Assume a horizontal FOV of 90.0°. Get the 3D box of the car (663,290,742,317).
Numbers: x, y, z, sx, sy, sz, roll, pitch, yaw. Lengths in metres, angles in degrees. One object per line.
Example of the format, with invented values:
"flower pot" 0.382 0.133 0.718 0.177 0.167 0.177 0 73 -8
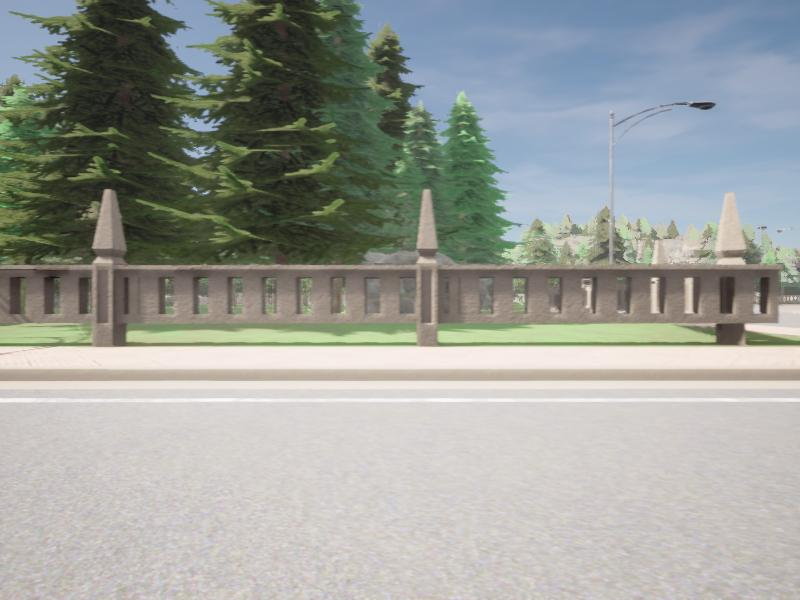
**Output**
"car" 17.918 0.207 24.013 1.812 1.442 4.674 0 0 9
